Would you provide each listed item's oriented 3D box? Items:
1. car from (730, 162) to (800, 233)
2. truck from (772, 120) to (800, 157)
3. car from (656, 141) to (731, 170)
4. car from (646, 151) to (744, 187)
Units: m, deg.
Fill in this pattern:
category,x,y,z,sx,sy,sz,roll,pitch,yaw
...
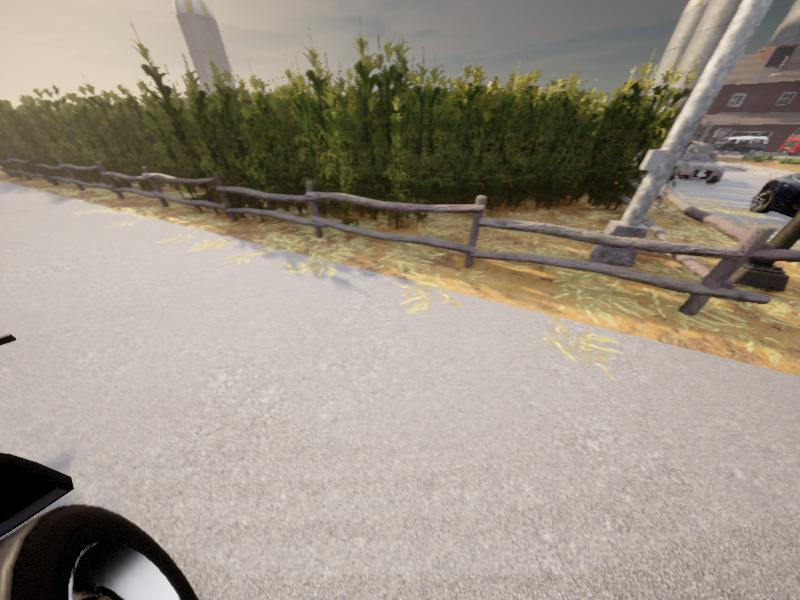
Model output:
category,x,y,z,sx,sy,sz,roll,pitch,yaw
car,12.642,-2.689,6.352,2.163,1.488,4.792,16,39,22
truck,53.375,-19.263,27.494,8.468,3.827,2.891,15,38,20
car,24.414,-12.300,19.538,2.097,1.767,4.553,16,38,21
car,17.037,-7.888,13.728,1.994,1.385,4.181,16,38,21
